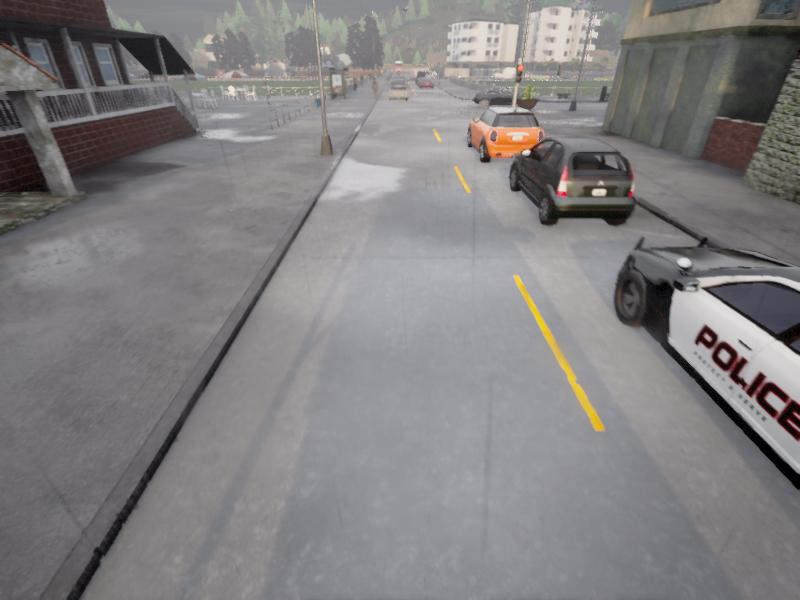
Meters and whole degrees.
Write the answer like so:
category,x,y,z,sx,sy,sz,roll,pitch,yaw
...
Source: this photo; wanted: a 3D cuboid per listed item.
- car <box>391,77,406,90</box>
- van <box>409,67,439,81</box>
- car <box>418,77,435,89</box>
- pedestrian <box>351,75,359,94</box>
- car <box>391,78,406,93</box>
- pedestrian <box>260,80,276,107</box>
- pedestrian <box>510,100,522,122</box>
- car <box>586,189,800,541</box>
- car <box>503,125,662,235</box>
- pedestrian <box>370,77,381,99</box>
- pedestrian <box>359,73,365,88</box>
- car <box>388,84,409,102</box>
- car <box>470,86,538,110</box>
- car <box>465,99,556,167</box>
category,x,y,z,sx,sy,sz,roll,pitch,yaw
car,-0.197,-31.701,58.471,2.033,1.411,5.357,0,30,0
van,5.281,-50.317,89.159,6.366,2.431,2.351,21,41,30
car,3.827,-31.755,58.592,1.994,1.385,4.181,-1,30,-2
pedestrian,-5.190,-24.876,46.148,0.751,1.860,0.751,-5,31,-8
car,-0.173,-27.290,50.876,1.837,1.490,4.892,0,30,0
pedestrian,-10.407,-16.260,31.543,0.751,1.860,0.751,-16,34,-25
pedestrian,6.838,-11.172,23.616,0.500,1.100,0.500,10,32,16
car,3.962,0.393,3.777,2.038,1.542,4.974,0,30,0
car,3.947,-3.061,9.574,1.851,1.617,3.988,0,30,0
pedestrian,-2.374,-20.730,39.104,0.751,1.860,0.751,9,32,15
pedestrian,-5.410,-31.160,56.832,0.751,1.860,0.751,1,30,2
car,-0.140,-20.279,39.148,1.895,1.301,4.718,0,30,0
car,8.229,-16.097,31.836,4.902,1.511,2.128,7,31,12
car,3.926,-6.477,15.198,2.097,1.767,4.553,0,30,0
